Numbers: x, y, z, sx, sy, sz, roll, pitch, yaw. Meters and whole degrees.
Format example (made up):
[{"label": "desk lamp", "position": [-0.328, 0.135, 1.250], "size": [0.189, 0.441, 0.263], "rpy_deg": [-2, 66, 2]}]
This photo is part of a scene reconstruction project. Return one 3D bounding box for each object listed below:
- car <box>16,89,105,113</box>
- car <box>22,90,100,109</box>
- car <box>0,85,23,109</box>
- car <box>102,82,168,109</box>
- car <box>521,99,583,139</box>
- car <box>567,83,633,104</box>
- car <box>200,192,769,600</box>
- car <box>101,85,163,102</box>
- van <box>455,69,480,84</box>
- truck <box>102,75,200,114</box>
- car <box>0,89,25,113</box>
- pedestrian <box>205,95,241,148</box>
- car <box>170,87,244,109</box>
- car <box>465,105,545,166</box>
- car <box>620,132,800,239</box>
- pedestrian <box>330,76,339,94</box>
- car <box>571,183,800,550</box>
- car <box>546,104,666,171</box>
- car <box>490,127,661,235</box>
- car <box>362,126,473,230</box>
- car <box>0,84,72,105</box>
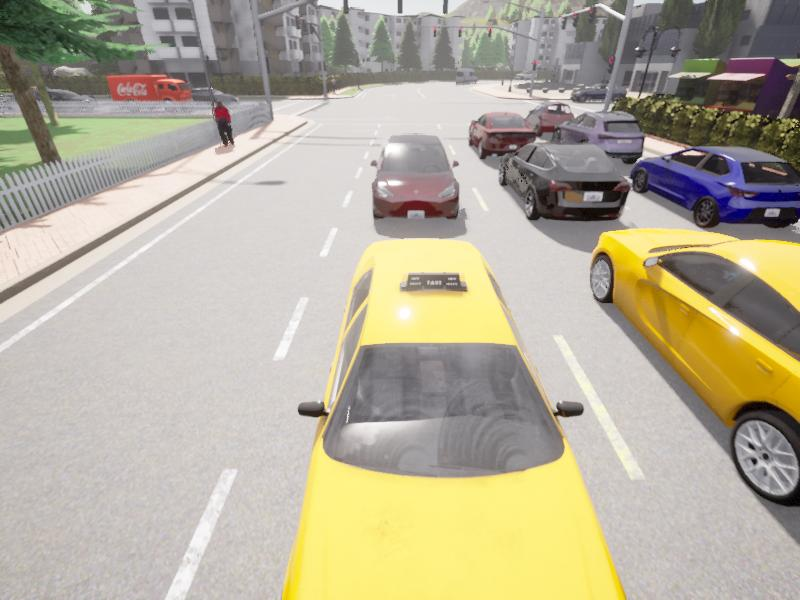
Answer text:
[{"label": "car", "position": [-25.917, -15.272, 30.666], "size": [4.892, 1.490, 1.837], "rpy_deg": [1, 30, 2]}, {"label": "car", "position": [-28.525, -17.001, 33.822], "size": [4.718, 1.301, 1.895], "rpy_deg": [1, 30, 2]}, {"label": "car", "position": [-35.733, -17.271, 33.964], "size": [5.027, 1.651, 2.152], "rpy_deg": [1, 30, 2]}, {"label": "car", "position": [-22.053, -17.140, 33.468], "size": [3.866, 1.878, 1.905], "rpy_deg": [1, 30, 2]}, {"label": "car", "position": [7.591, -9.292, 20.386], "size": [1.845, 1.501, 3.633], "rpy_deg": [2, 30, 3]}, {"label": "car", "position": [19.068, -19.849, 38.354], "size": [5.027, 1.651, 2.152], "rpy_deg": [2, 30, 3]}, {"label": "car", "position": [0.279, 0.606, 3.411], "size": [1.801, 1.575, 5.366], "rpy_deg": [0, 30, 0]}, {"label": "car", "position": [-26.524, -20.564, 39.770], "size": [4.674, 1.442, 1.812], "rpy_deg": [1, 30, 2]}, {"label": "van", "position": [13.263, -43.874, 78.512], "size": [1.988, 2.561, 5.915], "rpy_deg": [22, 37, 32]}, {"label": "truck", "position": [-18.564, -15.562, 30.193], "size": [5.204, 2.467, 2.627], "rpy_deg": [1, 30, 2]}, {"label": "car", "position": [-32.473, -15.390, 30.870], "size": [4.892, 1.490, 1.837], "rpy_deg": [1, 30, 2]}, {"label": "pedestrian", "position": [-7.037, -7.117, 15.996], "size": [0.751, 1.860, 0.751], "rpy_deg": [0, 30, 0]}, {"label": "car", "position": [-15.982, -16.869, 33.378], "size": [4.902, 1.511, 2.128], "rpy_deg": [1, 30, 2]}, {"label": "car", "position": [3.936, -6.676, 15.904], "size": [1.882, 1.535, 5.008], "rpy_deg": [0, 30, 0]}, {"label": "car", "position": [7.358, -2.934, 9.563], "size": [1.816, 1.474, 4.193], "rpy_deg": [0, 30, 1]}, {"label": "pedestrian", "position": [-7.896, -25.918, 48.162], "size": [0.751, 1.860, 0.751], "rpy_deg": [2, 30, 4]}, {"label": "car", "position": [3.833, 0.163, 4.202], "size": [1.882, 1.535, 5.008], "rpy_deg": [0, 30, 0]}, {"label": "car", "position": [7.427, -6.296, 15.164], "size": [2.033, 1.649, 4.856], "rpy_deg": [0, 30, 1]}, {"label": "car", "position": [3.874, -3.202, 10.016], "size": [2.163, 1.488, 4.792], "rpy_deg": [0, 30, 0]}, {"label": "car", "position": [0.363, -3.347, 10.266], "size": [2.163, 1.488, 4.792], "rpy_deg": [0, 30, 1]}, {"label": "car", "position": [-33.936, -18.987, 36.942], "size": [5.366, 1.575, 1.801], "rpy_deg": [1, 30, 2]}]
